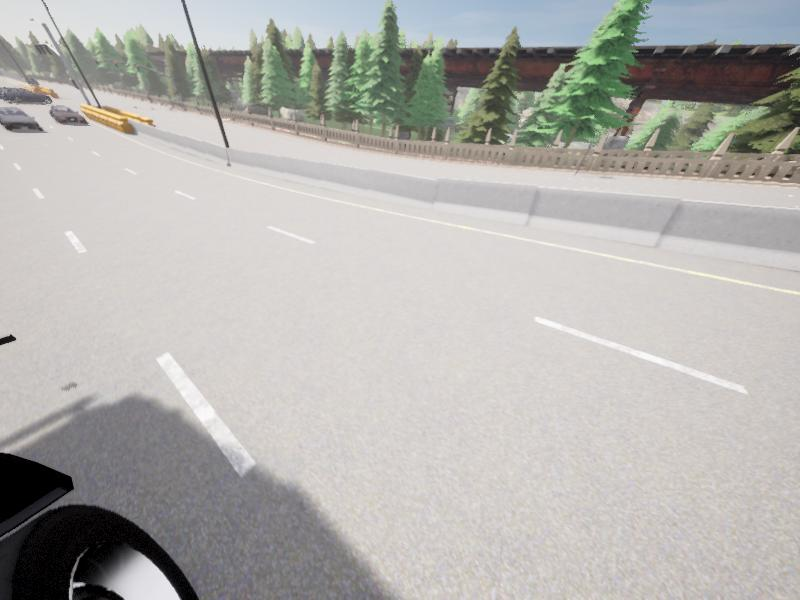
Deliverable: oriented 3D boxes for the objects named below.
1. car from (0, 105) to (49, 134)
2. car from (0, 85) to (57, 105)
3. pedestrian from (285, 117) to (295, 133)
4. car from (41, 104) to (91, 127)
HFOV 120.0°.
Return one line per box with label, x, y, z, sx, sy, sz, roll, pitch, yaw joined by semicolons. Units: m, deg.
car;-32.462;-15.320;19.522;5.357;1.411;2.033;28;43;24
car;-54.052;-29.536;33.307;2.097;1.767;4.553;9;39;2
pedestrian;-17.308;-27.550;36.366;0.751;1.860;0.751;28;43;24
car;-34.415;-19.053;23.837;4.181;1.385;1.994;28;43;24
